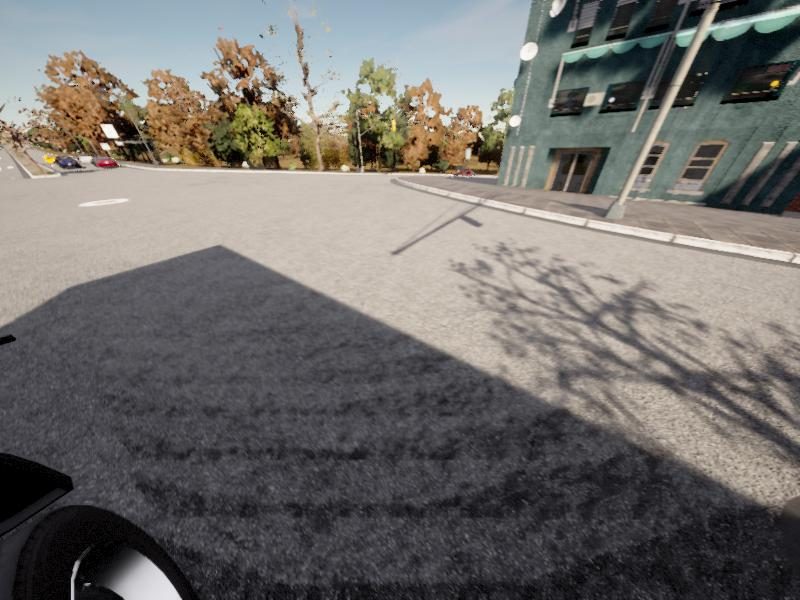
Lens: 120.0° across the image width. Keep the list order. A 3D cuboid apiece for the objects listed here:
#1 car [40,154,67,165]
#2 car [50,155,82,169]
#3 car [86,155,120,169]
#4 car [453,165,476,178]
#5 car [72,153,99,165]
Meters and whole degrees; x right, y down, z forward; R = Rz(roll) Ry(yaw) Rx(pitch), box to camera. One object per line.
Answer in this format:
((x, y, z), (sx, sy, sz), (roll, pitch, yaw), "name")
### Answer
((-61.529, -24.997, 41.005), (5.008, 1.535, 1.882), (21, 40, 29), "car")
((-46.734, -19.338, 32.336), (4.193, 1.474, 1.816), (21, 40, 29), "car")
((-41.609, -19.399, 32.386), (4.181, 1.385, 1.994), (21, 40, 29), "car")
((11.447, -22.733, 40.924), (3.866, 1.878, 1.905), (-22, 38, -36), "car")
((-53.524, -24.019, 39.324), (3.633, 1.501, 1.845), (21, 40, 29), "car")
